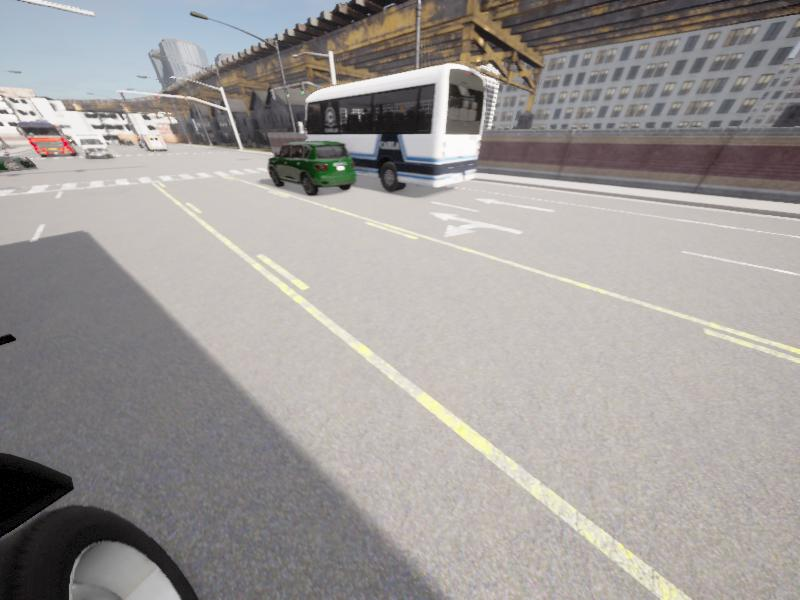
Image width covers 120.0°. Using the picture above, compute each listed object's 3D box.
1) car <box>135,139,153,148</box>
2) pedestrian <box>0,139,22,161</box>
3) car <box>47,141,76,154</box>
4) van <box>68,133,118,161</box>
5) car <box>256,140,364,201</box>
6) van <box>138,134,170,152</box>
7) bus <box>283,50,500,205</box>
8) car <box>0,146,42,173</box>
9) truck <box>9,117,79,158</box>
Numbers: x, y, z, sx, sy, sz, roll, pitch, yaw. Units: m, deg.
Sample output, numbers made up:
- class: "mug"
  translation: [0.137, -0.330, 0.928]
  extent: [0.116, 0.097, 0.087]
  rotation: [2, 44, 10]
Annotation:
- class: "car"
  translation: [-53.837, -32.897, 48.593]
  extent: [3.705, 1.549, 1.789]
  rotation: [28, 44, 34]
- class: "pedestrian"
  translation: [-40.709, -15.423, 23.803]
  extent: [0.751, 1.860, 0.751]
  rotation: [-4, 36, -6]
- class: "car"
  translation: [-51.791, -23.469, 35.432]
  extent: [4.892, 1.490, 1.837]
  rotation: [28, 44, 34]
- class: "van"
  translation: [-35.037, -17.623, 26.451]
  extent: [6.366, 2.431, 2.351]
  rotation: [28, 44, 34]
- class: "car"
  translation: [-4.474, -6.579, 11.332]
  extent: [5.566, 2.045, 2.150]
  rotation: [28, 44, 33]
- class: "van"
  translation: [-42.547, -27.186, 39.850]
  extent: [6.366, 2.431, 2.351]
  rotation: [28, 44, 34]
- class: "bus"
  translation: [-1.180, -8.380, 11.963]
  extent: [10.273, 4.253, 3.944]
  rotation: [28, 44, 34]
- class: "car"
  translation: [-29.849, -9.656, 16.055]
  extent: [2.038, 1.542, 4.974]
  rotation: [16, 39, 22]
- class: "truck"
  translation: [-44.794, -20.659, 29.491]
  extent: [8.468, 3.827, 2.891]
  rotation: [28, 44, 34]
